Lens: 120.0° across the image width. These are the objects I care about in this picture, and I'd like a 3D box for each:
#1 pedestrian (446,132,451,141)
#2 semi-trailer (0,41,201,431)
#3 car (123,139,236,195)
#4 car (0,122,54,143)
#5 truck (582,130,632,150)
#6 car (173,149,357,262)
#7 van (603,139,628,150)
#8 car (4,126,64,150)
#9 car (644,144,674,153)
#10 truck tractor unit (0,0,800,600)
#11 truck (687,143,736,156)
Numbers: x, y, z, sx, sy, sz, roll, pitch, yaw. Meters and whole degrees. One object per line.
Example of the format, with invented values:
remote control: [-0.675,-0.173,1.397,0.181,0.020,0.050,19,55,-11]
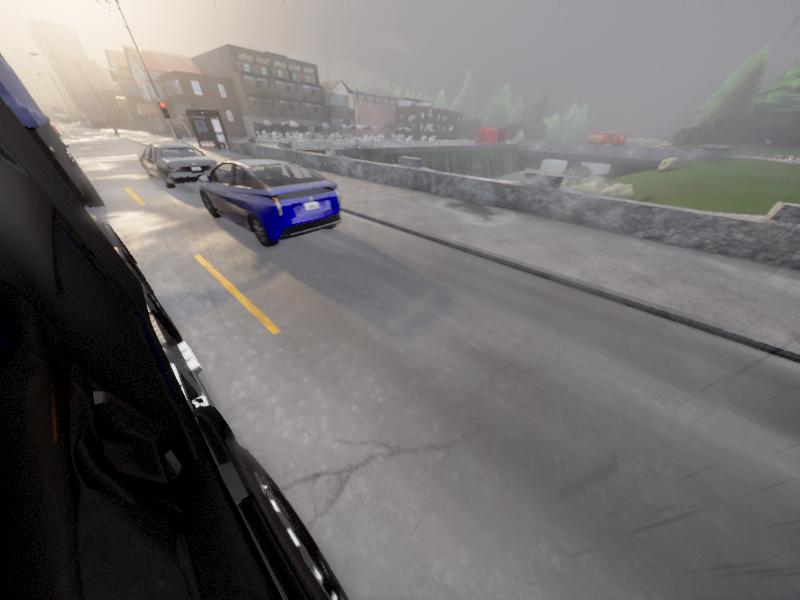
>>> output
pedestrian: [12.396,-41.770,59.154,0.751,1.860,0.751,28,43,30]
semi-trailer: [-8.701,-3.582,4.256,14.254,4.402,2.717,28,43,30]
car: [-9.417,-5.816,9.783,5.357,1.411,2.033,28,43,30]
car: [-34.469,-15.262,21.043,1.994,1.385,4.181,-21,42,-29]
truck: [52.747,-41.044,59.152,8.468,3.827,2.891,28,43,30]
car: [-3.424,-2.705,5.832,4.514,1.525,2.007,28,43,30]
van: [56.973,-41.160,61.119,4.442,1.987,1.775,28,43,30]
car: [-28.062,-12.552,17.832,4.718,1.301,1.895,28,43,30]
car: [63.663,-37.399,56.893,4.514,1.525,2.007,28,43,30]
truck tractor unit: [-2.645,-0.295,0.351,6.516,4.208,3.053,28,44,30]
truck: [70.313,-34.146,52.355,6.274,2.098,2.390,28,43,30]
